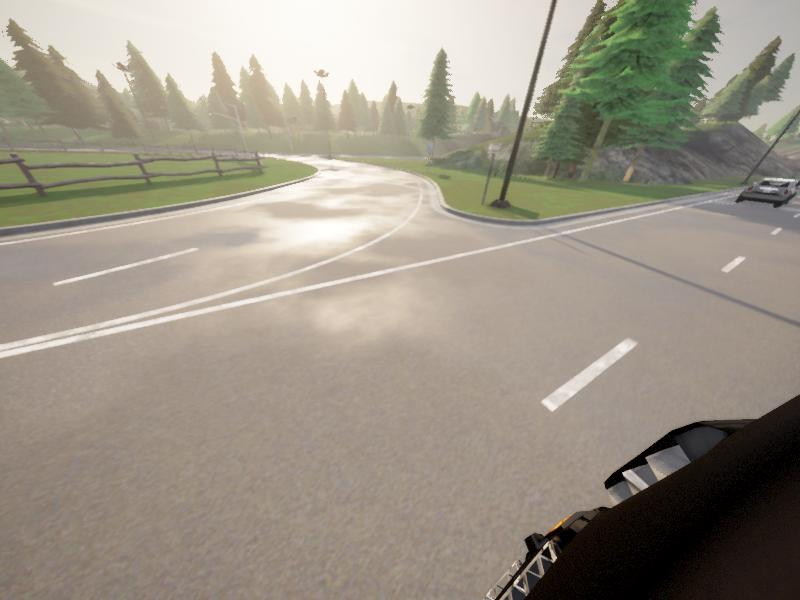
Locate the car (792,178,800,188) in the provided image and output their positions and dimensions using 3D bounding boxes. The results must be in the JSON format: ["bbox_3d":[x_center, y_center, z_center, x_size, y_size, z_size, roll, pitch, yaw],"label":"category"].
[{"bbox_3d":[50.066,-14.394,28.010,4.193,1.474,1.816,-15,38,-25],"label":"car"}]

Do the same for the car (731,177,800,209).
[{"bbox_3d":[24.344,-7.134,15.175,3.806,1.475,1.970,-16,38,-26],"label":"car"}]
